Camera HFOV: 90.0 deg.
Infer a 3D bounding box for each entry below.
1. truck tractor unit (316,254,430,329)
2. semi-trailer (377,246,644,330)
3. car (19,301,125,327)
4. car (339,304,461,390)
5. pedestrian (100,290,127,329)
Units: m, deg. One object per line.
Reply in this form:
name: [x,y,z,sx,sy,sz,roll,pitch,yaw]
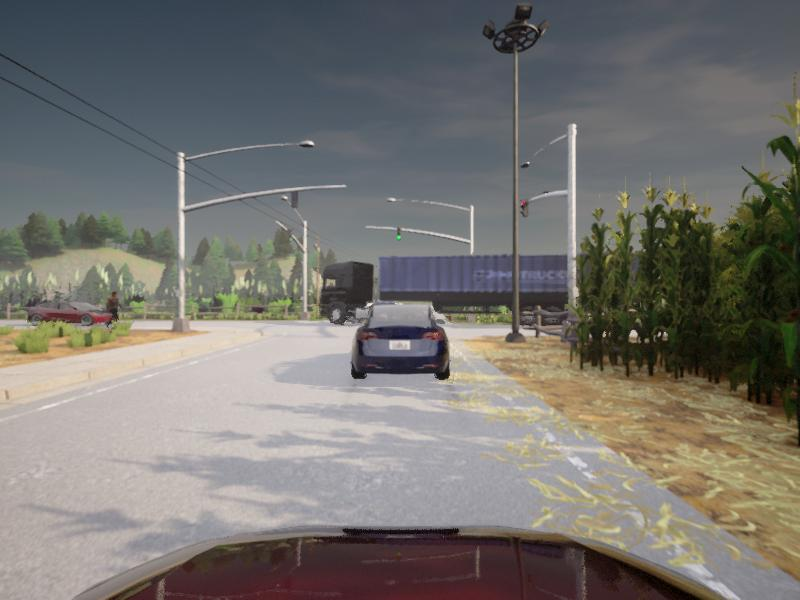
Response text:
truck tractor unit: [-1.715,-0.515,25.180,6.516,4.208,3.053,0,0,25]
semi-trailer: [5.934,-0.616,23.384,14.254,4.402,2.717,0,0,9]
car: [-19.781,0.824,24.294,4.792,1.488,2.163,0,0,3]
car: [0.047,0.854,9.536,2.163,1.488,4.792,0,0,1]
pedestrian: [-13.822,0.456,19.306,0.751,1.860,0.751,0,0,16]
